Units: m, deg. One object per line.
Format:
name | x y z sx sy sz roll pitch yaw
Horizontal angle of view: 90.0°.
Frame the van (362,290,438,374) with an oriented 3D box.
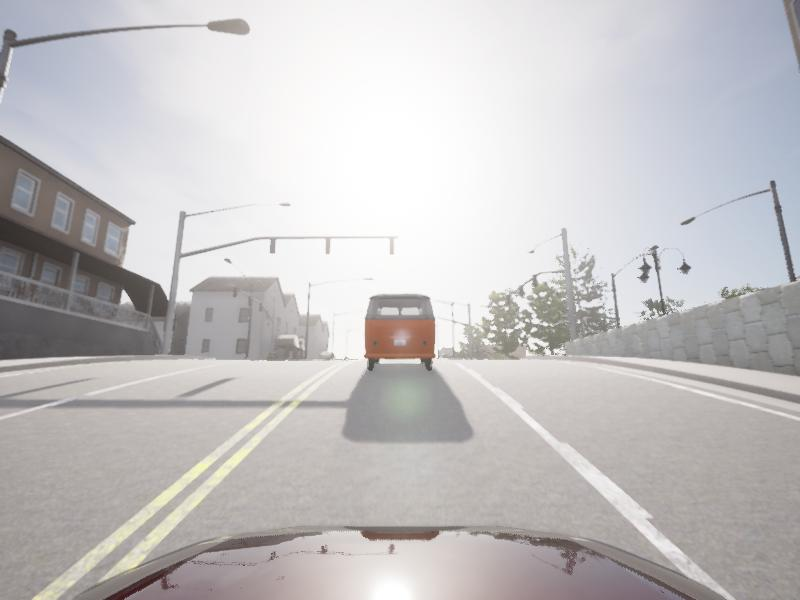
van | 0.000 0.923 11.749 1.775 1.987 4.442 0 -5 0
